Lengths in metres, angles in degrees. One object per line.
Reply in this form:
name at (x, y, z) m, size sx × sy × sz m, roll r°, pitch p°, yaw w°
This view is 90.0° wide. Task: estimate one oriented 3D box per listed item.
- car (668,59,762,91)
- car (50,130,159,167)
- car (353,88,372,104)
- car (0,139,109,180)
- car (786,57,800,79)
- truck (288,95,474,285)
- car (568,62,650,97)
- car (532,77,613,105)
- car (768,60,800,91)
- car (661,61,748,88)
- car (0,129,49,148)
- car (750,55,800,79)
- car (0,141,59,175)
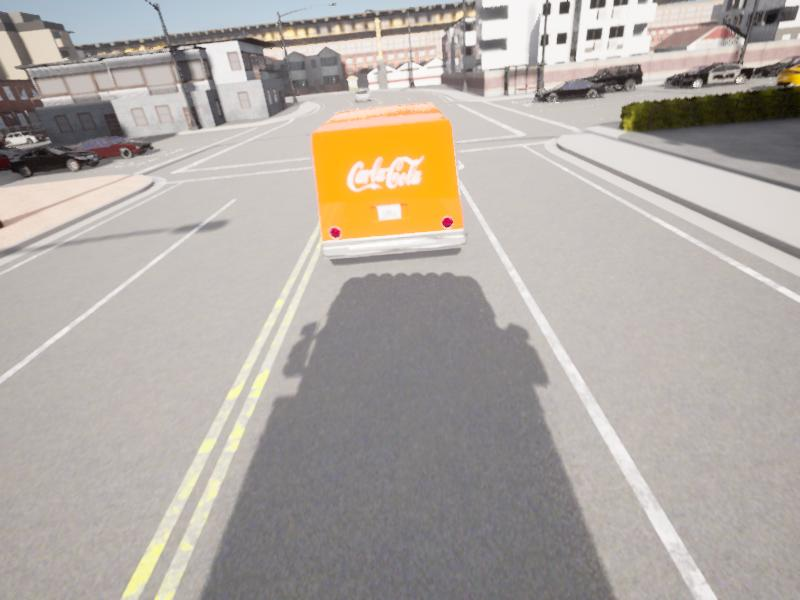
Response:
car at (23.961, -17.246, 30.641) m, size 5.238 × 1.638 × 1.930 m, roll -4°, pitch 29°, yaw 4°
car at (-19.213, -9.940, 26.220) m, size 5.357 × 1.411 × 2.033 m, roll -6°, pitch 29°, yaw 1°
car at (-4.811, -26.242, 51.462) m, size 1.812 × 1.442 × 4.674 m, roll -9°, pitch 31°, yaw -6°
car at (-20.015, -8.158, 23.177) m, size 4.674 × 1.442 × 1.812 m, roll -6°, pitch 29°, yaw 1°
car at (32.936, -17.720, 30.059) m, size 5.357 × 1.411 × 2.033 m, roll -3°, pitch 29°, yaw 5°
truck at (-0.191, -2.721, 8.506) m, size 2.627 × 2.467 × 5.204 m, roll -5°, pitch 29°, yaw 2°
car at (17.639, -18.720, 34.025) m, size 5.566 × 2.045 × 2.150 m, roll -4°, pitch 29°, yaw 3°
car at (13.377, -16.396, 31.362) m, size 5.357 × 1.411 × 2.033 m, roll -4°, pitch 29°, yaw 3°
car at (26.145, -13.922, 24.433) m, size 5.008 × 1.535 × 1.882 m, roll -4°, pitch 29°, yaw 4°
car at (25.472, -18.966, 33.667) m, size 5.357 × 1.411 × 2.033 m, roll -4°, pitch 29°, yaw 4°
car at (-46.298, -19.975, 49.378) m, size 3.806 × 1.475 × 1.970 m, roll -7°, pitch 29°, yaw 2°
car at (32.762, -19.419, 33.108) m, size 5.357 × 1.411 × 2.033 m, roll -3°, pitch 29°, yaw 5°
car at (-25.977, -9.243, 26.359) m, size 4.792 × 1.488 × 2.163 m, roll -6°, pitch 29°, yaw 1°
